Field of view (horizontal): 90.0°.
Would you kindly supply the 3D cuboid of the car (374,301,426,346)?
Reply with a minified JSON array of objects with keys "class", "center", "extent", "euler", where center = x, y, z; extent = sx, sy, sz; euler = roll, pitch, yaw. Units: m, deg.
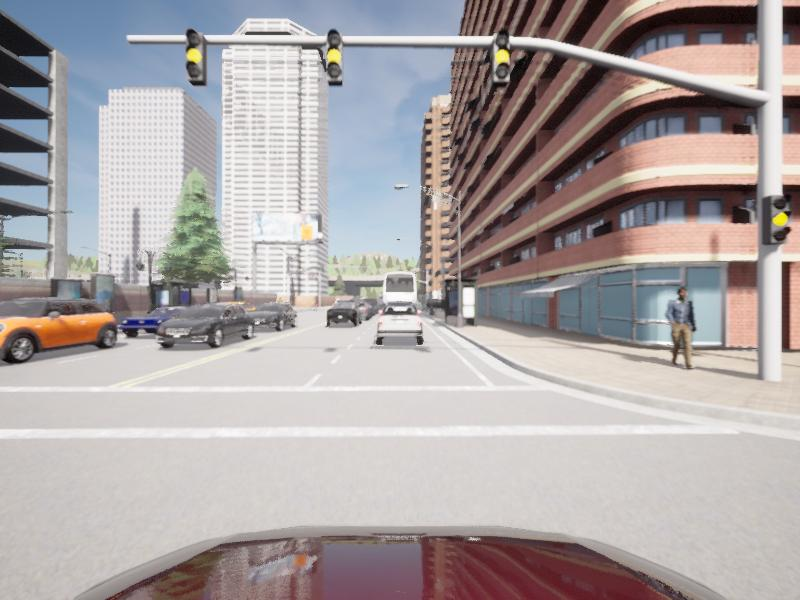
[{"class":"car","center":[0.000,0.839,16.327],"extent":[1.851,1.617,3.988],"euler":[0,0,0]}]

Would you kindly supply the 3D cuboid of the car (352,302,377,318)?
[{"class":"car","center":[-3.508,0.960,40.626],"extent":[2.033,1.411,5.357],"euler":[0,0,0]}]

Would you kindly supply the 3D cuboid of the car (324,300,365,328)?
[{"class":"car","center":[-3.517,0.822,26.106],"extent":[1.930,1.638,5.238],"euler":[0,0,0]}]

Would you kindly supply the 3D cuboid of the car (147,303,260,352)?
[{"class":"car","center":[-7.001,0.874,14.962],"extent":[1.837,1.490,4.892],"euler":[0,0,0]}]

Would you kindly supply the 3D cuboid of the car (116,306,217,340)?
[{"class":"car","center":[-10.505,0.967,18.471],"extent":[1.895,1.301,4.718],"euler":[0,0,0]}]

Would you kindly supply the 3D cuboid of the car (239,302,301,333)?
[{"class":"car","center":[-7.005,0.881,22.171],"extent":[1.837,1.490,4.892],"euler":[0,0,0]}]

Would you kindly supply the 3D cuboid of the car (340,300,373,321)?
[{"class":"car","center":[-3.509,0.814,33.339],"extent":[2.242,1.667,4.611],"euler":[0,0,0]}]

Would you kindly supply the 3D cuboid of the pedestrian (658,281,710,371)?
[{"class":"pedestrian","center":[6.191,0.546,8.759],"extent":[0.751,1.860,0.751],"euler":[0,0,20]}]

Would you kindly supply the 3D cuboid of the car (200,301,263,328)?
[{"class":"car","center":[-10.505,0.853,25.402],"extent":[1.882,1.535,5.008],"euler":[0,0,0]}]

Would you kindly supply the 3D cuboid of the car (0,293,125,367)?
[{"class":"car","center":[-10.502,0.710,11.469],"extent":[2.097,1.767,4.553],"euler":[0,0,0]}]

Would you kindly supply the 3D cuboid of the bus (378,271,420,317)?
[{"class":"bus","center":[-0.128,-0.465,42.901],"extent":[3.944,4.253,10.273],"euler":[0,-1,0]}]
